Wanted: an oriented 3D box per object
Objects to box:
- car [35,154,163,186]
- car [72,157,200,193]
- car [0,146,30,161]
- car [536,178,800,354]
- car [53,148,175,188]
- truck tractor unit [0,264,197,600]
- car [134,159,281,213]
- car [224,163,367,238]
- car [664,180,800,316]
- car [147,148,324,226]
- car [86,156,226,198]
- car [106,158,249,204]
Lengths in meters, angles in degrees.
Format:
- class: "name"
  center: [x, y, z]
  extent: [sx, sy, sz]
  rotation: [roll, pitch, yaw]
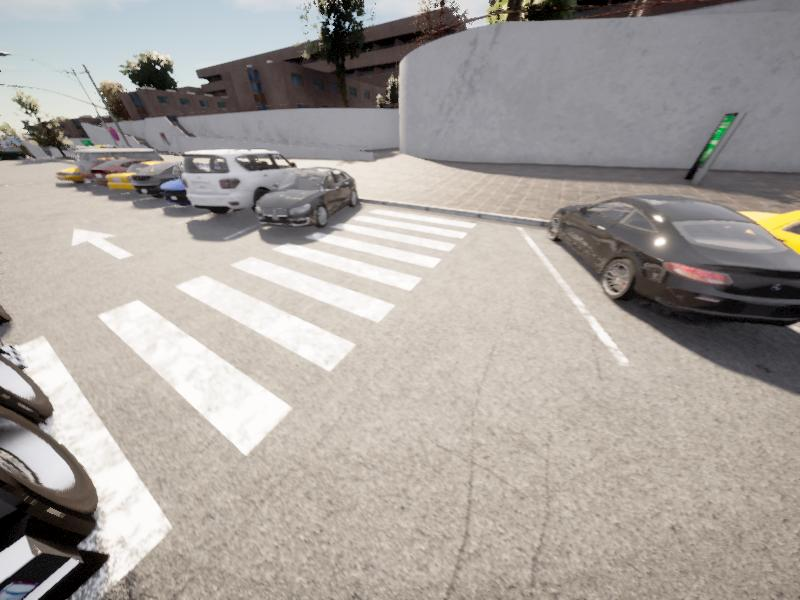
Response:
- class: "car"
  center: [-21.151, -9.548, 16.768]
  extent: [1.946, 1.575, 5.366]
  rotation: [6, 34, 8]
- class: "car"
  center: [-15.957, -7.983, 14.477]
  extent: [2.163, 1.488, 4.792]
  rotation: [5, 34, 9]
- class: "car"
  center: [-66.405, -24.338, 38.441]
  extent: [1.878, 1.987, 4.442]
  rotation: [5, 34, 9]
- class: "car"
  center: [4.692, -1.286, 4.552]
  extent: [2.002, 1.452, 4.674]
  rotation: [5, 35, 8]
- class: "car"
  center: [-18.559, -8.942, 15.456]
  extent: [1.878, 1.987, 4.442]
  rotation: [6, 34, 8]
- class: "truck tractor unit"
  center: [-5.120, -0.290, 0.783]
  extent: [6.516, 4.208, 3.053]
  rotation: [18, 39, 24]
- class: "car"
  center: [-8.208, -5.505, 10.716]
  extent: [2.097, 1.535, 5.008]
  rotation: [6, 35, 8]
- class: "car"
  center: [-3.041, -3.838, 8.242]
  extent: [2.231, 1.521, 4.892]
  rotation: [6, 35, 8]
- class: "car"
  center: [7.247, -0.379, 3.146]
  extent: [1.946, 1.575, 5.366]
  rotation: [6, 35, 8]
- class: "car"
  center: [-5.632, -4.895, 9.357]
  extent: [2.435, 2.045, 5.566]
  rotation: [5, 34, 8]
- class: "car"
  center: [-13.347, -7.268, 13.344]
  extent: [1.946, 1.575, 5.366]
  rotation: [5, 34, 9]
- class: "car"
  center: [-10.799, -6.329, 11.949]
  extent: [2.231, 1.521, 4.892]
  rotation: [5, 34, 9]
